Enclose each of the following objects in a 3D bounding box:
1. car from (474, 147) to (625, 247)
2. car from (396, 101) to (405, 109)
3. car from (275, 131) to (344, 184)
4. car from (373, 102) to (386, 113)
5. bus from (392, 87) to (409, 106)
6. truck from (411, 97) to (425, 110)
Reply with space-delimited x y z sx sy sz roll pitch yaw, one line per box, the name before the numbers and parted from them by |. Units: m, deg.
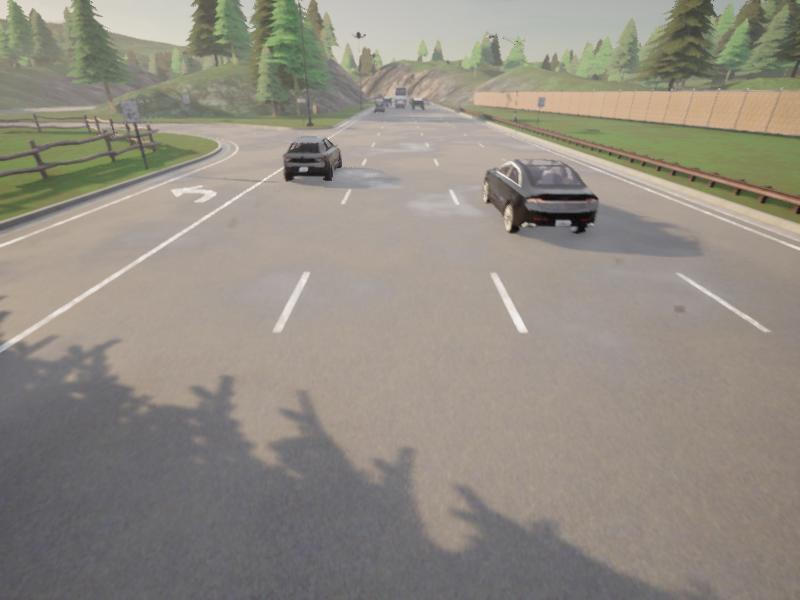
car | 3.514 -2.965 10.650 2.128 1.511 4.902 0 27 0
car | 0.091 -41.208 84.394 1.812 1.442 4.674 0 27 0
car | -3.483 -5.877 16.248 1.816 1.474 4.193 0 27 0
car | -3.437 -32.729 67.939 1.851 1.617 3.988 0 27 0
bus | 0.047 -51.916 101.975 3.944 4.253 10.273 0 27 0
truck | 3.644 -40.321 81.997 2.390 2.098 6.274 0 27 0
